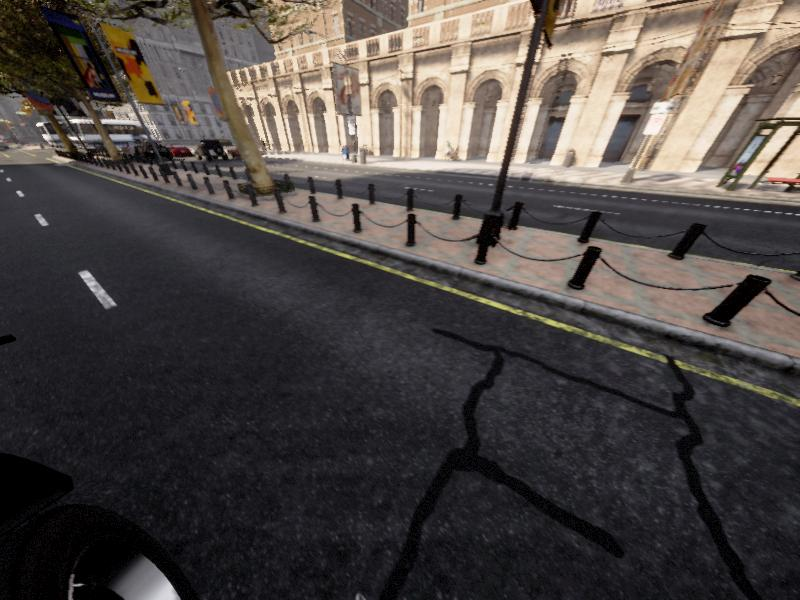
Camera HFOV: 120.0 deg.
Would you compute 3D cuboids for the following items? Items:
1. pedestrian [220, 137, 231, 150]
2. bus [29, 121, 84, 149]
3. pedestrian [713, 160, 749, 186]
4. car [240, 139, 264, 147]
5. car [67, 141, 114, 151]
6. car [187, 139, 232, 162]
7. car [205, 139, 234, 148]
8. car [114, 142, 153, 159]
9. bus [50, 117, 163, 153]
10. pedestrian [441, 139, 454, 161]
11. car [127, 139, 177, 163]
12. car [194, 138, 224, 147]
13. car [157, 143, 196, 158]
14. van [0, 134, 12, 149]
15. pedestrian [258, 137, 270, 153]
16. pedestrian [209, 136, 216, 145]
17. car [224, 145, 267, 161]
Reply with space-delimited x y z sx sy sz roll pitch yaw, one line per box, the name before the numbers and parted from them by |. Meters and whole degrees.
pedestrian | -30.658 -27.567 40.630 0.751 1.860 0.751 19 39 24
bus | -70.892 -33.983 47.695 10.273 4.253 3.944 21 40 27
pedestrian | 16.968 -6.510 11.880 0.500 1.100 0.500 21 40 26
car | -35.114 -37.185 54.789 1.816 1.474 4.193 21 40 27
car | -54.688 -27.274 40.884 1.895 1.301 4.718 21 40 26
car | -20.188 -15.900 24.533 3.866 1.878 1.905 21 40 27
car | -41.008 -35.703 52.626 2.007 1.525 4.514 21 40 27
car | -31.537 -17.719 27.348 3.633 1.501 1.845 21 40 27
bus | -47.878 -27.434 38.593 3.944 4.253 10.273 9 36 13
pedestrian | 4.761 -15.025 23.152 0.751 1.860 0.751 21 40 27
car | -25.956 -15.694 24.224 4.605 1.855 1.932 21 40 27
car | -44.269 -36.587 53.731 2.242 1.667 4.611 21 40 27
car | -28.000 -18.711 28.903 4.181 1.385 1.994 21 40 27
van | -76.258 -29.837 43.406 6.366 2.431 2.351 21 40 27
pedestrian | -19.865 -22.604 33.697 0.751 1.860 0.751 21 41 27
pedestrian | -49.622 -42.220 61.166 0.751 1.860 0.751 21 40 27
car | -17.852 -17.015 26.620 4.718 1.301 1.895 21 40 27
